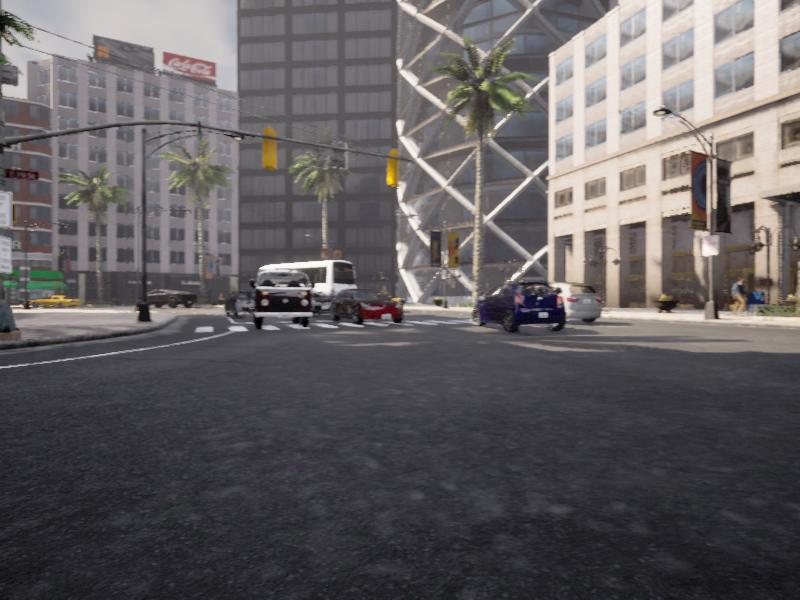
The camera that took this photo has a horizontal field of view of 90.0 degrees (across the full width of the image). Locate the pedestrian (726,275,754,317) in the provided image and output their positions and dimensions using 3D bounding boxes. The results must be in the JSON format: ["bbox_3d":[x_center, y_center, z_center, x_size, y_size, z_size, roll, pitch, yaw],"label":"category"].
[{"bbox_3d":[15.708,-0.180,18.498,0.751,1.860,0.751,0,0,-23],"label":"pedestrian"}]

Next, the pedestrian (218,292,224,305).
[{"bbox_3d":[-26.774,-0.191,59.888,0.751,1.860,0.751,0,0,-23],"label":"pedestrian"}]

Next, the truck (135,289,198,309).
[{"bbox_3d":[-25.705,-0.110,44.076,6.274,2.098,2.390,0,0,16],"label":"truck"}]

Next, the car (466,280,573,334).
[{"bbox_3d":[3.667,0.191,13.013,1.845,1.501,3.633,0,0,-11],"label":"car"}]

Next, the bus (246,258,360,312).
[{"bbox_3d":[-8.909,-1.196,35.991,10.273,4.253,3.944,0,0,33],"label":"bus"}]

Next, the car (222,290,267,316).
[{"bbox_3d":[-9.742,0.189,24.945,1.845,1.501,3.633,0,0,-34],"label":"car"}]

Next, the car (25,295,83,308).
[{"bbox_3d":[-41.918,0.166,48.567,5.366,1.575,1.801,0,0,-5],"label":"car"}]

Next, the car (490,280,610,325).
[{"bbox_3d":[6.273,0.107,17.394,2.242,1.667,4.611,0,0,-25],"label":"car"}]

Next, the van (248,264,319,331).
[{"bbox_3d":[-4.402,-0.052,14.584,2.069,2.038,4.480,1,0,-21],"label":"van"}]

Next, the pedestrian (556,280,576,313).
[{"bbox_3d":[9.498,-0.179,22.854,0.751,1.860,0.751,0,0,-14],"label":"pedestrian"}]

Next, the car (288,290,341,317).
[{"bbox_3d":[-5.221,0.210,24.125,1.970,1.475,3.806,0,0,-31],"label":"car"}]

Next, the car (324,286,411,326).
[{"bbox_3d":[-1.595,0.216,17.388,2.163,1.488,4.792,0,0,-27],"label":"car"}]

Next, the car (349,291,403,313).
[{"bbox_3d":[-2.045,0.136,32.319,1.801,1.575,5.366,0,0,-36],"label":"car"}]
